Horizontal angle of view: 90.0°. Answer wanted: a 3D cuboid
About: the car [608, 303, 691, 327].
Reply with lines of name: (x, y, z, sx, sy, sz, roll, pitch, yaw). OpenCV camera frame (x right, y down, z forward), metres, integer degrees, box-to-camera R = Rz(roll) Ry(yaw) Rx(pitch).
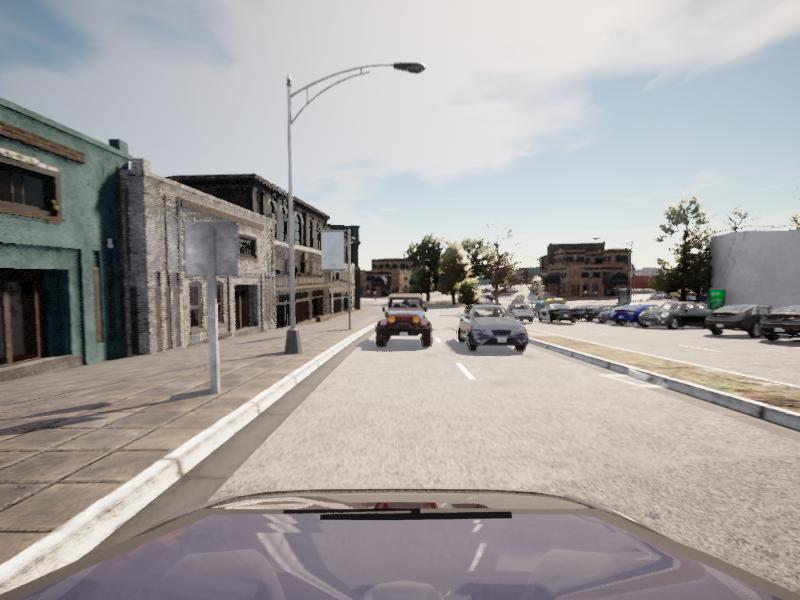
car: (17.483, 1.051, 28.075, 5.008, 1.535, 2.097, 1, -1, -16)

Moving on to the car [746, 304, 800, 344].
car: (17.015, 0.941, 16.272, 4.892, 1.521, 2.231, 1, -1, -18)

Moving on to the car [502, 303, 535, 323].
car: (9.841, 1.035, 33.511, 1.851, 1.617, 3.988, 0, -1, 4)

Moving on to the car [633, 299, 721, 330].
car: (17.364, 0.897, 25.134, 4.553, 1.767, 2.185, 1, 0, -17)

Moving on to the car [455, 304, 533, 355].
car: (3.081, 0.906, 13.967, 1.816, 1.474, 4.193, 0, 0, 1)

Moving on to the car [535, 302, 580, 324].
car: (12.799, 1.028, 32.923, 1.930, 1.638, 5.238, 0, -1, 4)

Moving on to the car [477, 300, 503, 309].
car: (17.835, 0.862, 79.436, 5.238, 1.638, 1.930, -2, 4, -33)

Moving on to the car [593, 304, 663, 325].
car: (17.676, 1.123, 31.018, 4.674, 1.452, 2.002, 1, 0, -16)

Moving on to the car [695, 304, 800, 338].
car: (17.090, 0.967, 19.227, 4.892, 1.521, 2.231, 1, -1, -18)

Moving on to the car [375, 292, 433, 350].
car: (0.187, 0.701, 14.998, 1.905, 1.878, 3.866, 0, -1, 2)

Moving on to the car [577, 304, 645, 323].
car: (17.880, 1.116, 33.970, 4.892, 1.521, 2.231, 1, -1, -15)
